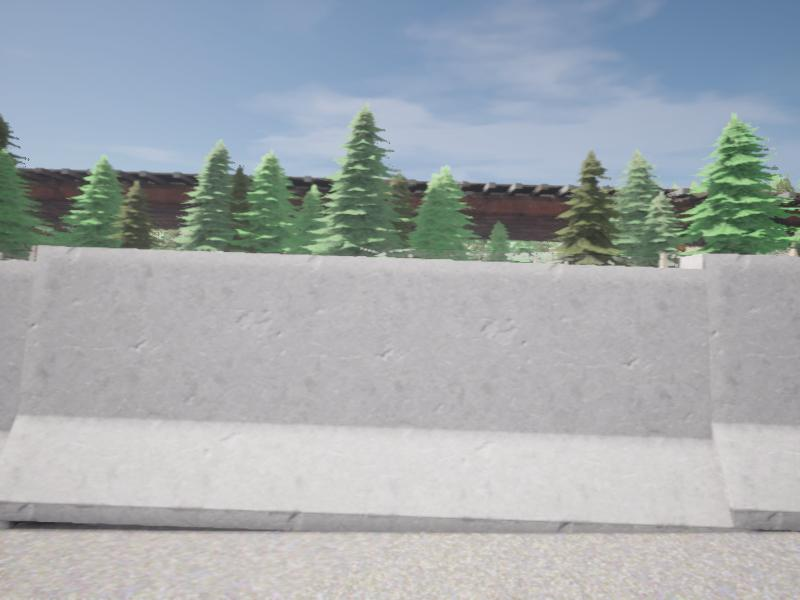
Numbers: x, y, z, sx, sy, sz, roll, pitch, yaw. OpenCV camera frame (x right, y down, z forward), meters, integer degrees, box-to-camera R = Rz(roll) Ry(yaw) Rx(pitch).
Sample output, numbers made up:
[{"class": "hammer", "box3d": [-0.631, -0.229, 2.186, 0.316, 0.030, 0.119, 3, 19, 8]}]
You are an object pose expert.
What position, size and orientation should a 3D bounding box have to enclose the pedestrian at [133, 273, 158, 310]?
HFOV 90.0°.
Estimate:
[{"class": "pedestrian", "box3d": [-13.313, -0.449, 20.943, 0.751, 1.860, 0.751, 2, 0, 0]}]
